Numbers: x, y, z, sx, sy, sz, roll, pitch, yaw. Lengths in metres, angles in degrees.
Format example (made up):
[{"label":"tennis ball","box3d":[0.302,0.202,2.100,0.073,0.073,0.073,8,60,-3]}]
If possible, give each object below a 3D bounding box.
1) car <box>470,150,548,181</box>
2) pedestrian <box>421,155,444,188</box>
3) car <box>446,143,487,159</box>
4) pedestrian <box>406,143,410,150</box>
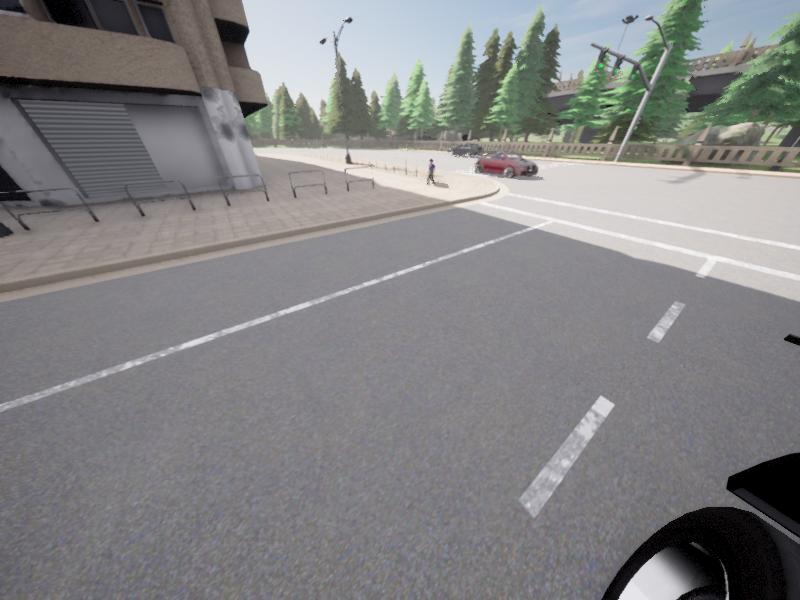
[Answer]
[{"label":"car","box3d":[6.984,-9.027,15.334,1.994,1.385,4.181,-17,39,-23]},{"label":"pedestrian","box3d":[1.609,-6.421,11.528,0.751,1.300,0.751,-28,44,-34]},{"label":"car","box3d":[8.332,-19.103,29.442,1.837,1.490,4.892,-22,40,-27]},{"label":"pedestrian","box3d":[1.357,-27.730,41.676,0.500,1.100,0.500,-24,42,-30]}]
